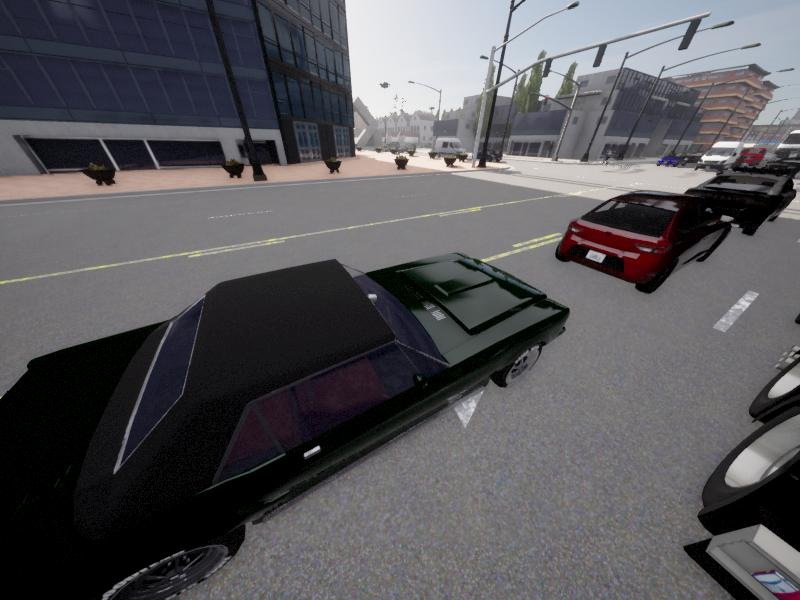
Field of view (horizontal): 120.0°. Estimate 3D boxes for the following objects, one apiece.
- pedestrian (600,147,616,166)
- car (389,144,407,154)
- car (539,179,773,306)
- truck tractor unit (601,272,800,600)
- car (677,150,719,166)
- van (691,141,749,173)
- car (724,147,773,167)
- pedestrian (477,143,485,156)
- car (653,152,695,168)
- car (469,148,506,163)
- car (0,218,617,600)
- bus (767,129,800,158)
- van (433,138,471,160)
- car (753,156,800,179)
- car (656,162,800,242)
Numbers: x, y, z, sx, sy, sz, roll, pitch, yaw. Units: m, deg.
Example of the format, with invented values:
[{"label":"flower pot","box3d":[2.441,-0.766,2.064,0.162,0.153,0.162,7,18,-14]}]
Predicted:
[{"label":"pedestrian","box3d":[24.960,-17.259,27.751,0.751,1.860,0.751,20,39,26]},{"label":"car","box3d":[-0.446,-30.783,47.039,1.845,1.501,3.633,-23,41,-31]},{"label":"car","box3d":[5.385,-1.535,4.957,4.193,1.474,1.816,-18,39,-24]},{"label":"truck tractor unit","box3d":[5.122,-0.289,0.764,6.516,4.208,3.053,-18,39,-24]},{"label":"car","box3d":[40.599,-19.395,31.470,5.238,1.638,1.930,-17,38,-24]},{"label":"van","box3d":[33.528,-15.040,24.204,5.915,2.561,1.988,-20,40,-28]},{"label":"car","box3d":[46.376,-19.080,30.765,5.566,2.045,2.150,-17,39,-24]},{"label":"pedestrian","box3d":[14.044,-26.162,40.142,0.751,1.860,0.751,-14,37,-20]},{"label":"car","box3d":[33.284,-17.062,28.069,4.193,1.474,1.816,-17,38,-24]},{"label":"car","box3d":[11.384,-18.976,30.232,1.816,1.474,4.193,-17,38,-24]},{"label":"car","box3d":[-0.485,0.414,2.264,4.718,1.301,1.895,-18,39,-24]},{"label":"bus","box3d":[75.082,-29.256,43.282,10.273,4.253,3.944,-18,39,-24]},{"label":"van","box3d":[7.764,-23.165,35.289,1.988,2.561,5.915,-17,38,-24]},{"label":"car","box3d":[33.965,-11.326,19.693,5.008,1.535,1.882,-5,35,-9]},{"label":"car","box3d":[11.382,-3.491,7.707,5.238,1.638,1.930,-18,39,-24]}]
